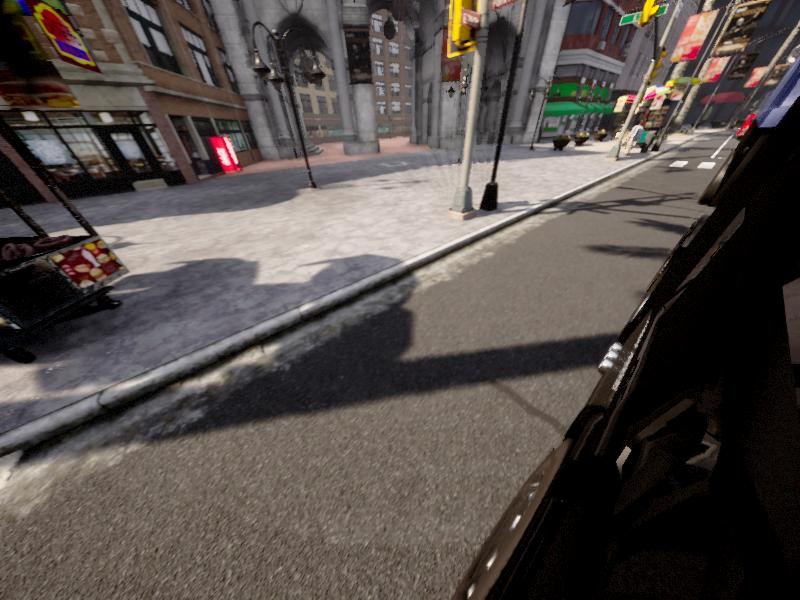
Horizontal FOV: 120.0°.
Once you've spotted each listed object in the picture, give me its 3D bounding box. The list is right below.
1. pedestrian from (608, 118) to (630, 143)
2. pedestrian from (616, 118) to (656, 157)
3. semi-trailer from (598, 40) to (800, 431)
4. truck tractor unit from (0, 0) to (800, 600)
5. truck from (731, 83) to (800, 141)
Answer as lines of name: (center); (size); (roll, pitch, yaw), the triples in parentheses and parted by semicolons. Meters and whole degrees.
pedestrian: (21.065, -16.260, 22.212); (0.751, 1.860, 0.751); (-27, 43, -29)
pedestrian: (14.377, -9.915, 14.154); (0.751, 1.860, 0.751); (-6, 37, -5)
semi-trailer: (8.704, -3.598, 4.228); (14.254, 4.402, 2.717); (-28, 44, -30)
truck tractor unit: (2.645, -0.295, 0.351); (6.516, 4.208, 3.053); (-28, 44, -30)
truck: (35.010, -17.331, 21.428); (8.468, 3.827, 2.891); (-26, 43, -28)
